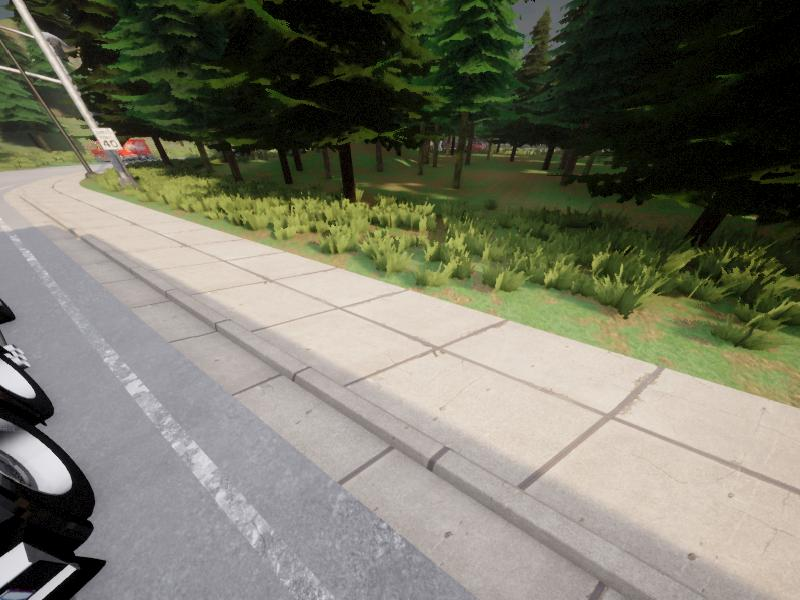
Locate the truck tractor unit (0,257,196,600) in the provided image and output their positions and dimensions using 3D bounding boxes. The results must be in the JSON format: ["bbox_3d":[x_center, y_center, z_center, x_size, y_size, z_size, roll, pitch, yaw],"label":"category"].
[{"bbox_3d":[-5.100,-0.312,0.797,6.516,4.208,3.053,19,39,25],"label":"truck tractor unit"}]

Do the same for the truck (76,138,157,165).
[{"bbox_3d":[-34.098,-18.196,28.193,2.627,2.467,5.204,5,35,8],"label":"truck"}]
